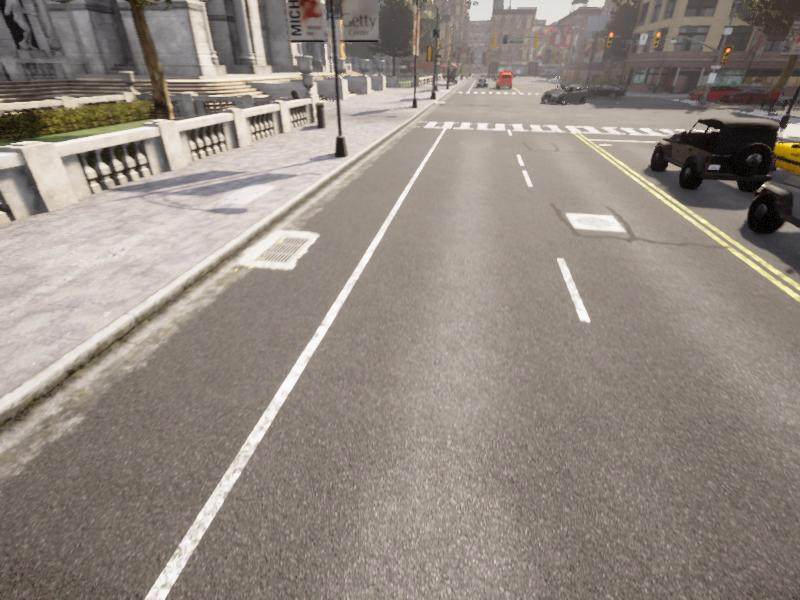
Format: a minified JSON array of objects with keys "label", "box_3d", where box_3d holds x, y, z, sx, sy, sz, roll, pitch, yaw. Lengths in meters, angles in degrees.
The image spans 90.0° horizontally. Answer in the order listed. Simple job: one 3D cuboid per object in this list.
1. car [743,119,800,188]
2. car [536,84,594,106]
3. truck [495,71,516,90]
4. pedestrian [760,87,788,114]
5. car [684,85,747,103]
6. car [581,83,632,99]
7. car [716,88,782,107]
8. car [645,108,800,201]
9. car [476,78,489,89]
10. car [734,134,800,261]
[{"label":"car","box_3d":[12.796,-4.079,11.618,1.801,1.575,5.366,6,31,9]},{"label":"car","box_3d":[15.630,-19.497,37.917,4.611,1.667,2.242,-14,33,-23]},{"label":"truck","box_3d":[16.630,-34.766,63.247,2.627,2.467,5.204,5,30,8]},{"label":"pedestrian","box_3d":[29.144,-15.563,31.175,0.751,1.860,0.751,9,31,14]},{"label":"car","box_3d":[33.081,-21.701,42.104,4.514,1.525,2.007,7,31,11]},{"label":"car","box_3d":[23.687,-24.073,46.089,1.812,1.442,4.674,-26,39,-38]},{"label":"car","box_3d":[33.792,-19.694,38.844,4.181,1.385,1.994,5,31,8]},{"label":"car","box_3d":[9.348,-4.503,11.979,1.905,1.878,3.866,5,31,8]},{"label":"car","box_3d":[13.357,-35.140,64.798,1.970,1.475,3.806,6,31,9]},{"label":"car","box_3d":[8.334,-1.582,6.973,1.905,1.878,3.866,5,31,8]}]
